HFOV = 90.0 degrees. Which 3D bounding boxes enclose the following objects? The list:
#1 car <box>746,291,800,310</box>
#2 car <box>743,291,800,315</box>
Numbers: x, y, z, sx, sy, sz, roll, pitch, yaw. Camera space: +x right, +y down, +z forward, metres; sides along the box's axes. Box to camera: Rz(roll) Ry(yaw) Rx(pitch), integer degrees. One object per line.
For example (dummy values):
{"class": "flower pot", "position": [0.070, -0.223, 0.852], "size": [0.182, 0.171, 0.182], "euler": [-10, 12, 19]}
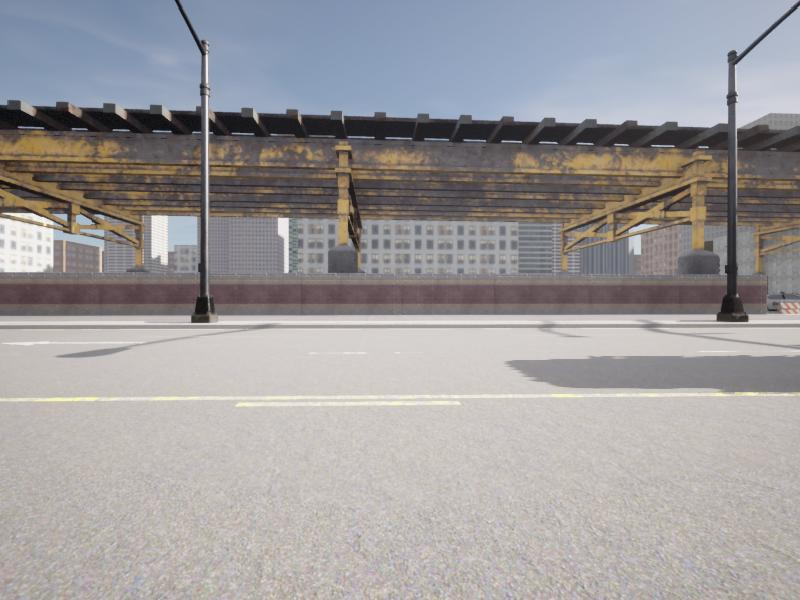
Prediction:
{"class": "car", "position": [26.964, 0.038, 27.700], "size": [4.536, 1.218, 1.853], "euler": [0, 0, 42]}
{"class": "car", "position": [27.003, 0.196, 27.666], "size": [4.974, 1.542, 2.038], "euler": [0, 0, 42]}
